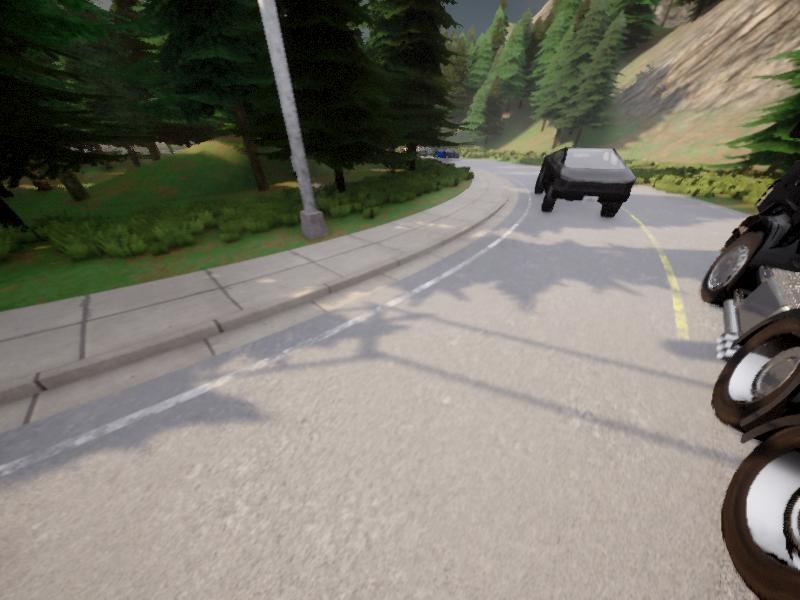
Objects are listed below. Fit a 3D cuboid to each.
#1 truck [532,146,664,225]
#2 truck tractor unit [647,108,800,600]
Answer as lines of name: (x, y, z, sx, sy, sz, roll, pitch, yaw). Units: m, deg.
truck: (7.479, -5.249, 9.843, 2.390, 2.098, 6.274, 13, 37, 18)
truck tractor unit: (4.820, -0.523, 1.091, 6.516, 4.208, 3.053, -29, 44, -35)
